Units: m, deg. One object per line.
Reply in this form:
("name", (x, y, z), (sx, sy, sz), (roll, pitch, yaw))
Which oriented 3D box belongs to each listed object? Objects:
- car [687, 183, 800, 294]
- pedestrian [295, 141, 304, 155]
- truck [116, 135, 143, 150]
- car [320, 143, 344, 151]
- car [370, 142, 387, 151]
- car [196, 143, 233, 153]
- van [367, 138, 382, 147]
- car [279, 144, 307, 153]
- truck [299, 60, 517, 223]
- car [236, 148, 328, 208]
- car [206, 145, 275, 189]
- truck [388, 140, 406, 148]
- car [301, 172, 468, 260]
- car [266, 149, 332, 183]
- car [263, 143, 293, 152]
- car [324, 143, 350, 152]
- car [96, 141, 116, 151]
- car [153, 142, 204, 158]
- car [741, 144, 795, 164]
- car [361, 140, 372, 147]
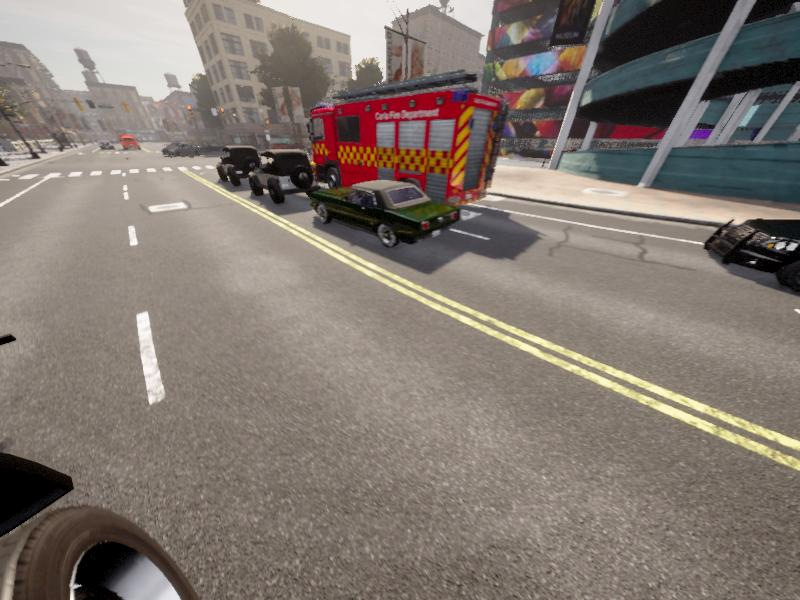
("car", (9.260, -0.806, 3.954), (4.974, 1.542, 2.038), (19, 39, 24))
("pedestrian", (-16.194, -24.542, 37.333), (0.751, 1.860, 0.751), (-24, 42, -31))
("truck", (-53.988, -31.446, 46.156), (5.204, 2.467, 2.627), (29, 44, 36))
("car", (-15.521, -35.138, 52.948), (4.892, 1.490, 1.837), (-29, 44, -36))
("car", (-5.292, -38.101, 57.275), (3.988, 1.617, 1.851), (-29, 45, -36))
("car", (-33.389, -27.556, 41.789), (4.674, 1.442, 1.812), (-5, 35, -8))
("van", (-9.571, -58.671, 85.968), (5.915, 2.561, 1.988), (29, 44, 35))
("car", (-20.660, -29.381, 44.691), (1.994, 1.385, 4.181), (30, 44, 35))
("truck", (-0.431, -6.394, 9.821), (8.468, 3.827, 2.891), (29, 44, 34))
("car", (-5.234, -5.564, 10.241), (3.866, 1.878, 1.905), (30, 44, 35))
("car", (-9.400, -7.969, 13.629), (3.866, 1.878, 1.905), (30, 44, 35))
("truck", (-0.918, -50.379, 74.576), (2.390, 2.098, 6.274), (-23, 41, -31))
("car", (-0.711, -2.769, 6.819), (4.718, 1.301, 1.895), (28, 43, 33))
("car", (-6.992, -9.263, 15.803), (1.801, 1.575, 5.366), (-29, 45, -36))
("car", (-24.202, -30.394, 45.949), (4.514, 1.525, 2.007), (-27, 43, -34))
("car", (-13.682, -33.355, 50.395), (4.902, 1.511, 2.128), (-29, 45, -36))
("car", (-57.119, -30.041, 44.939), (1.970, 1.475, 3.806), (-29, 44, -35))
("car", (-30.339, -20.791, 31.911), (2.242, 1.667, 4.611), (5, 35, 6))
("car", (48.194, -19.349, 30.474), (2.435, 2.045, 5.566), (30, 44, 35))
("car", (-12.298, -57.212, 84.394), (1.905, 1.878, 3.866), (-28, 44, -35))
